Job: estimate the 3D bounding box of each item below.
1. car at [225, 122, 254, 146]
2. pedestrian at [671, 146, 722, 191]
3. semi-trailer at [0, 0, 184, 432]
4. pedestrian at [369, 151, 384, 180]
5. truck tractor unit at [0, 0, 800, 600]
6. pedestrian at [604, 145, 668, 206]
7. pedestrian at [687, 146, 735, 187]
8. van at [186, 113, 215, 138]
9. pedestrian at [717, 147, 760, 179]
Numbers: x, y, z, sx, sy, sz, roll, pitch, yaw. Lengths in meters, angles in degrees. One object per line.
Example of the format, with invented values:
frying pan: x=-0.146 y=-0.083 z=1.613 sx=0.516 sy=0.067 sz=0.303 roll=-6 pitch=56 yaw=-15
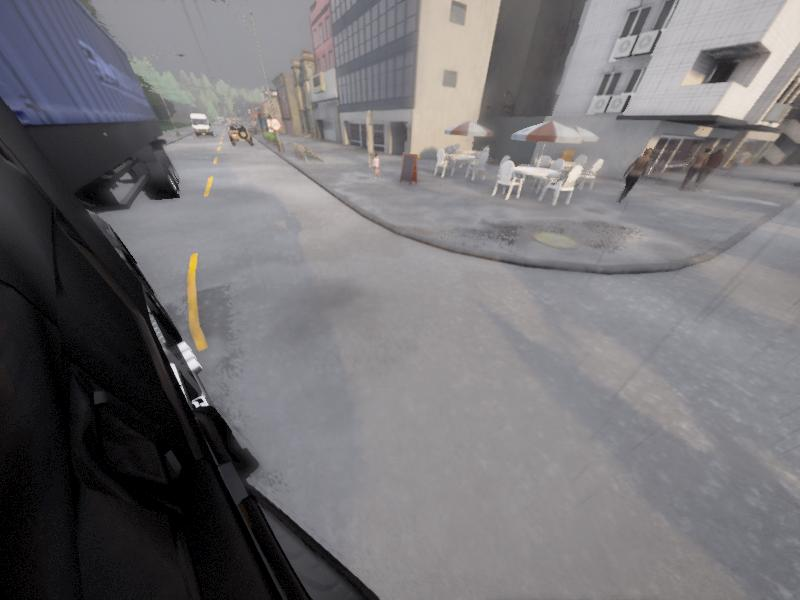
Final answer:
car: x=-17.357 y=-17.972 z=24.944 sx=1.932 sy=1.855 sz=4.605 roll=-18 pitch=42 yaw=-25
pedestrian: x=14.937 y=-6.639 z=11.680 sx=0.751 sy=1.860 sz=0.751 roll=-26 pitch=46 yaw=-33
semi-trailer: x=-7.634 y=-4.170 z=5.044 sx=2.717 sy=4.402 sz=14.254 roll=-22 pitch=44 yaw=-29
pedestrian: x=-1.092 y=-6.336 z=10.898 sx=0.500 sy=1.100 sz=0.500 roll=-19 pitch=42 yaw=-27
truck tractor unit: x=-2.645 y=-0.295 z=0.351 sx=6.516 sy=4.208 sz=3.053 roll=28 pitch=44 yaw=30
pedestrian: x=8.704 y=-4.616 z=8.591 sx=0.751 sy=1.860 sz=0.751 roll=-21 pitch=43 yaw=-29
pedestrian: x=17.225 y=-7.404 z=12.844 sx=0.751 sy=1.860 sz=0.751 roll=-25 pitch=45 yaw=-32
van: x=-27.845 y=-24.560 z=32.506 sx=1.988 sy=2.561 sz=5.915 roll=-18 pitch=41 yaw=-25
pedestrian: x=23.430 y=-9.503 z=16.033 sx=0.751 sy=1.860 sz=0.751 roll=31 pitch=45 yaw=33
